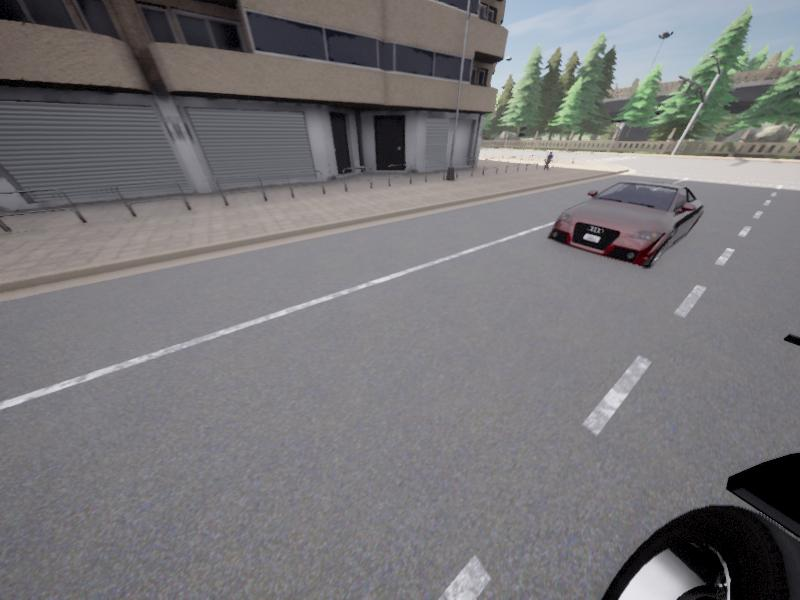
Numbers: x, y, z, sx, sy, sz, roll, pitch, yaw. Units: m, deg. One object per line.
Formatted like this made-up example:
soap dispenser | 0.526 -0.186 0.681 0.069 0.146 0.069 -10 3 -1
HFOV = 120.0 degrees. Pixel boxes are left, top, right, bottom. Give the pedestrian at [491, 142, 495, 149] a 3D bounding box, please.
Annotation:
pedestrian | 18.616 -30.986 46.244 0.500 1.100 0.500 -20 40 -25

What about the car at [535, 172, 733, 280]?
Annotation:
car | 5.660 -2.096 5.638 4.181 1.385 1.994 -21 40 -27

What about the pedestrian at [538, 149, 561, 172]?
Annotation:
pedestrian | 10.621 -9.934 16.449 0.751 1.300 0.751 -21 40 -27
